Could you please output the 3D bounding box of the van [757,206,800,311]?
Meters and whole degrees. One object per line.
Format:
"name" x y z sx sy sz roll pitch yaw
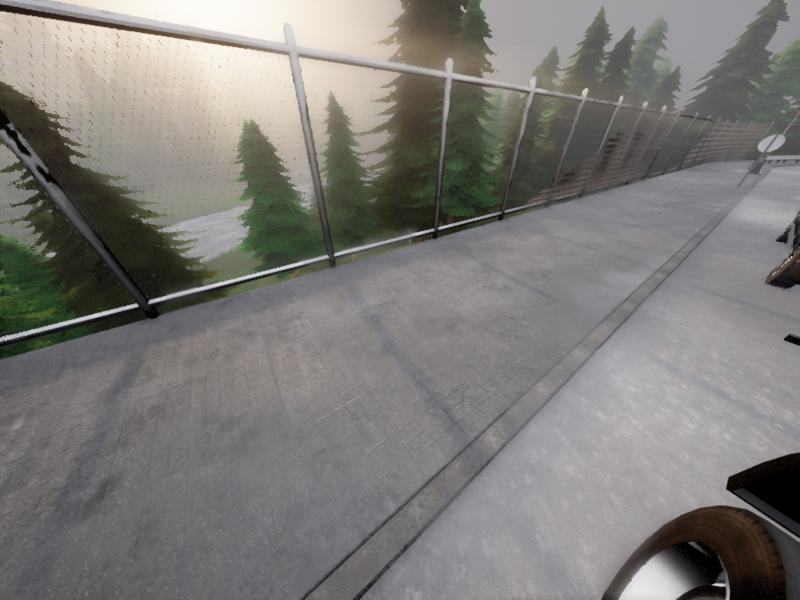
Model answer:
"van" 9.053 -1.578 3.910 5.915 2.561 1.988 -22 40 -28
